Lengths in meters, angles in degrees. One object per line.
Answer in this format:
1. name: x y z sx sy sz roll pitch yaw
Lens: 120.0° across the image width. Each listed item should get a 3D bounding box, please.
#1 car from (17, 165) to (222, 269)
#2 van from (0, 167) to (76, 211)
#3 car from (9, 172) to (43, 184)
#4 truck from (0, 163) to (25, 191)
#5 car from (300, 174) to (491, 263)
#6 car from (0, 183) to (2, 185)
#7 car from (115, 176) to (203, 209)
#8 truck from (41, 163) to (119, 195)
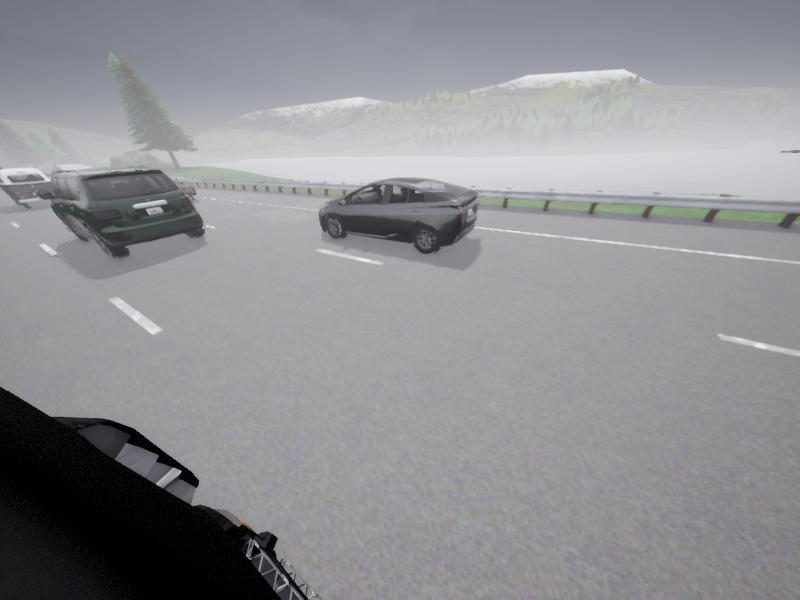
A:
1. car: -8.475 -2.840 7.021 5.566 2.045 2.150 16 38 26
2. van: -23.190 -7.043 14.441 4.480 2.038 2.069 16 38 26
3. car: -55.755 -18.271 34.442 4.718 1.301 1.895 16 38 26
4. truck: -44.443 -13.308 25.060 5.204 2.467 2.627 16 38 26
5. car: -0.194 -2.495 6.363 4.514 1.525 2.007 16 38 26
6. car: -57.345 -16.564 31.820 4.193 1.474 1.816 16 38 26
7. car: -13.953 -6.330 13.367 4.718 1.301 1.895 16 38 26
8. truck: -28.122 -10.708 20.282 6.274 2.098 2.390 16 38 26
